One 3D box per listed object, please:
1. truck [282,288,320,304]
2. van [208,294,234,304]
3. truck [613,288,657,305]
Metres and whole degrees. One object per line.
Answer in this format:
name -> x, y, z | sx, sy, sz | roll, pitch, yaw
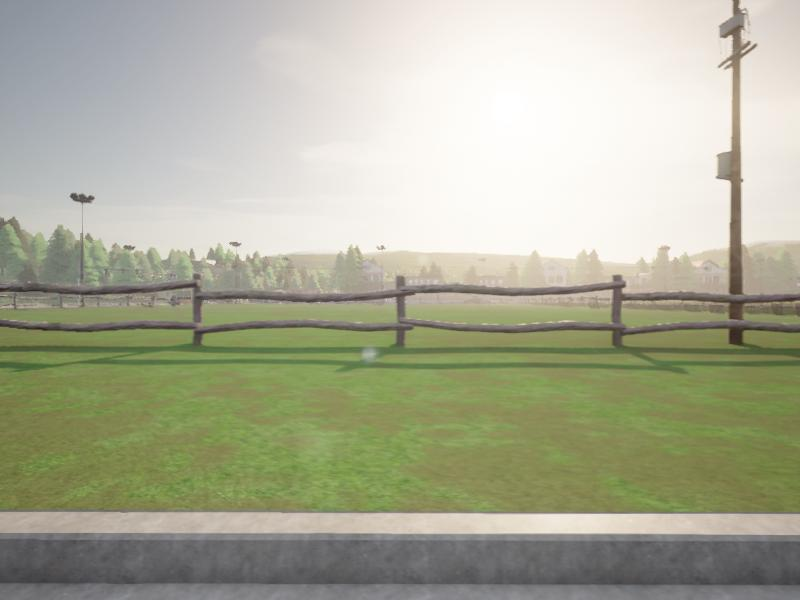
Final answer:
truck -> -23.582, -0.991, 95.606 | 8.468, 3.827, 2.891 | 0, 0, 0
van -> -37.340, -0.131, 83.491 | 2.069, 2.038, 4.480 | 0, 0, 35
truck -> 53.874, -0.774, 91.757 | 8.468, 3.827, 2.891 | 0, 0, 0
